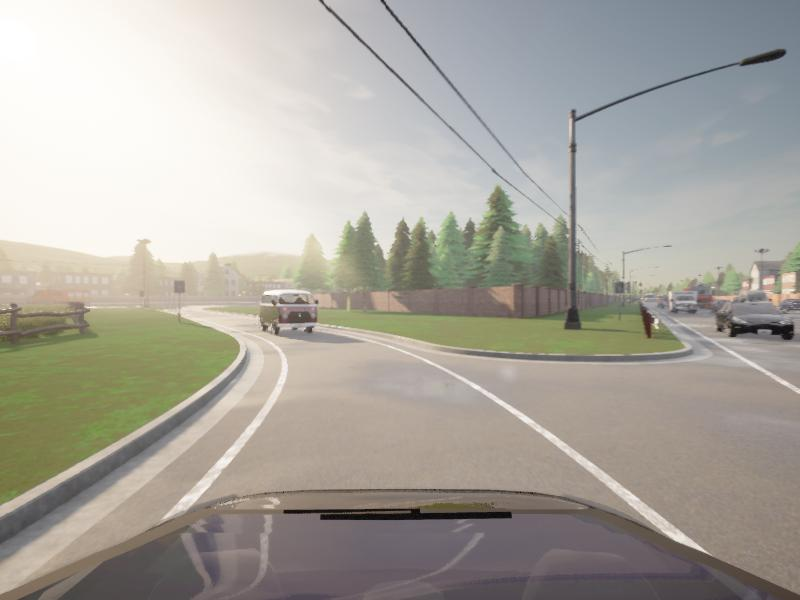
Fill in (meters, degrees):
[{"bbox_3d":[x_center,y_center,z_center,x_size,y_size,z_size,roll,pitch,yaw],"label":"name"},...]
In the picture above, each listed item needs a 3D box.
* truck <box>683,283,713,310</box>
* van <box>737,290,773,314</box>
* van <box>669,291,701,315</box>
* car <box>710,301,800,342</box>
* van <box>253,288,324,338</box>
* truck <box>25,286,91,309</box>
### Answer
[{"bbox_3d":[46.014,-0.487,61.919,2.891,3.827,8.468,0,0,31],"label":"truck"},{"bbox_3d":[40.248,0.198,45.504,1.988,2.561,5.915,0,0,31],"label":"van"},{"bbox_3d":[31.112,0.263,43.882,2.351,2.431,6.366,0,0,31],"label":"van"},{"bbox_3d":[15.218,0.803,17.395,2.163,1.488,4.792,0,0,31],"label":"car"},{"bbox_3d":[-5.334,0.534,18.726,2.069,2.038,4.480,0,0,-31],"label":"van"},{"bbox_3d":[-60.645,-0.436,71.257,2.891,3.827,8.468,0,0,31],"label":"truck"}]
